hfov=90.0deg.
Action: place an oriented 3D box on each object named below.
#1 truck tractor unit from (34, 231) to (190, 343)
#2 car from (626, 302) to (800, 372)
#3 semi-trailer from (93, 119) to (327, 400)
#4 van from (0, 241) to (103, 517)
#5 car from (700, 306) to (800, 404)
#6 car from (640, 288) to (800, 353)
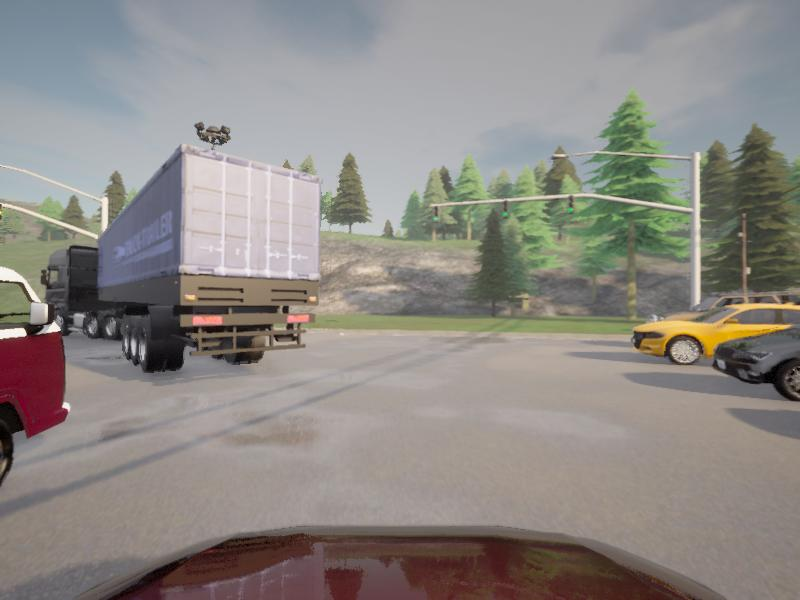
[{"bbox_3d":[-12.904,-0.494,17.868,6.516,4.208,3.053,0,0,28],"label":"truck tractor unit"},{"bbox_3d":[8.655,0.831,9.954,5.008,1.535,1.882,0,0,19],"label":"car"},{"bbox_3d":[-7.223,-0.608,12.493,2.717,4.402,14.254,1,-1,-41],"label":"semi-trailer"},{"bbox_3d":[-3.855,0.577,1.807,2.069,2.038,4.480,0,0,-7],"label":"van"},{"bbox_3d":[7.769,0.859,6.555,4.193,1.474,1.816,0,0,19],"label":"car"},{"bbox_3d":[10.699,0.653,12.981,4.605,1.855,1.932,-3,-1,19],"label":"car"}]
